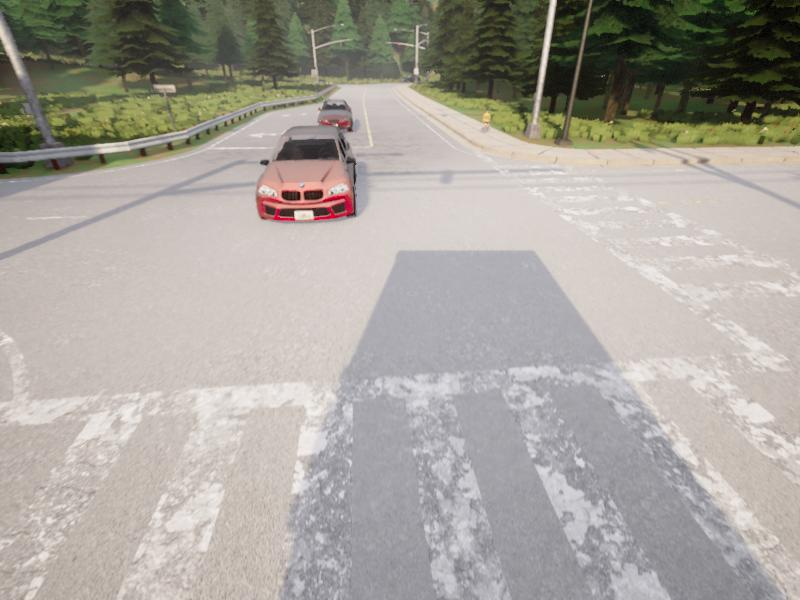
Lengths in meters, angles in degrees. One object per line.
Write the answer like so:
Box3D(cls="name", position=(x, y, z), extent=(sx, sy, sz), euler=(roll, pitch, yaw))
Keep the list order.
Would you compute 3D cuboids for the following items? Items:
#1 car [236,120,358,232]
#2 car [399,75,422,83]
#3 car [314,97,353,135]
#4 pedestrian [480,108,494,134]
Box3D(cls="car", position=(-2.244, -3.389, 10.186), extent=(2.242, 1.667, 4.611), euler=(-3, 31, -5))
Box3D(cls="car", position=(2.236, -45.455, 82.305), extent=(4.674, 1.442, 1.812), euler=(-24, 38, -34))
Box3D(cls="car", position=(-3.510, -10.081, 21.799), extent=(1.816, 1.474, 4.193), euler=(-3, 30, -5))
Box3D(cls="pedestrian", position=(4.217, -8.731, 19.491), extent=(0.500, 1.100, 0.500), euler=(1, 30, 2))
